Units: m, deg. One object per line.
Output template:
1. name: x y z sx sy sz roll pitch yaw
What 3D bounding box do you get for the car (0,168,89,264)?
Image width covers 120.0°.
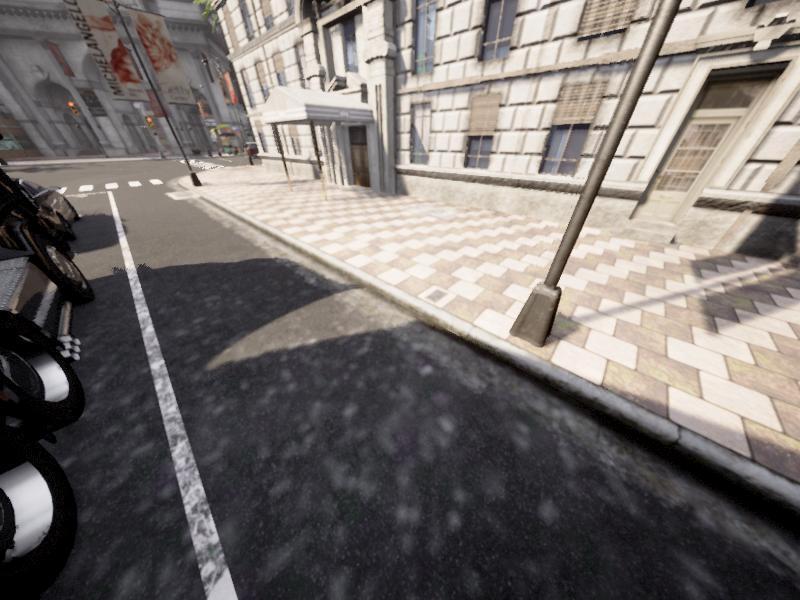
1. car: -10.645 -2.466 6.267 4.902 1.511 2.128 28 44 34

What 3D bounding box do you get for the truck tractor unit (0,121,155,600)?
1. truck tractor unit: -4.854 -0.497 1.080 6.516 4.208 3.053 28 44 34

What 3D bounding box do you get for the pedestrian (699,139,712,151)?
1. pedestrian: 59.115 -30.055 44.771 0.751 1.860 0.751 -29 44 -35
